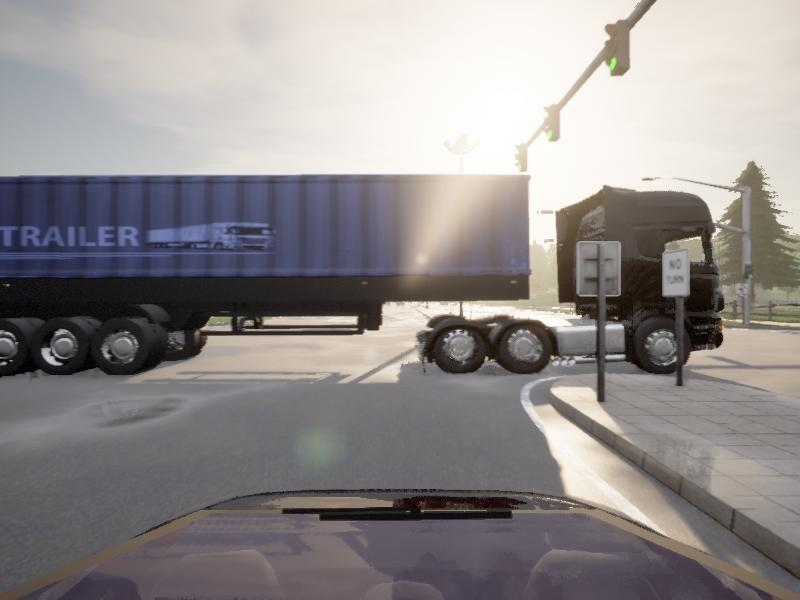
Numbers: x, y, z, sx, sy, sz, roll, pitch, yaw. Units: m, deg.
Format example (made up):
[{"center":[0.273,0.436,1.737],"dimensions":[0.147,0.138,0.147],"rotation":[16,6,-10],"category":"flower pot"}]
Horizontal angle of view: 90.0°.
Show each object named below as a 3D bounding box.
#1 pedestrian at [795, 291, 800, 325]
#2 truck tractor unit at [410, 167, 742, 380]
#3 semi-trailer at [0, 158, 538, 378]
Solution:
[{"center":[22.194,0.433,21.876],"dimensions":[0.751,1.860,0.751],"rotation":[0,0,-37],"category":"pedestrian"},{"center":[3.563,-0.545,9.487],"dimensions":[6.516,4.208,3.053],"rotation":[0,0,0],"category":"truck tractor unit"},{"center":[-4.350,-0.640,9.424],"dimensions":[14.254,4.402,2.717],"rotation":[0,0,0],"category":"semi-trailer"}]
